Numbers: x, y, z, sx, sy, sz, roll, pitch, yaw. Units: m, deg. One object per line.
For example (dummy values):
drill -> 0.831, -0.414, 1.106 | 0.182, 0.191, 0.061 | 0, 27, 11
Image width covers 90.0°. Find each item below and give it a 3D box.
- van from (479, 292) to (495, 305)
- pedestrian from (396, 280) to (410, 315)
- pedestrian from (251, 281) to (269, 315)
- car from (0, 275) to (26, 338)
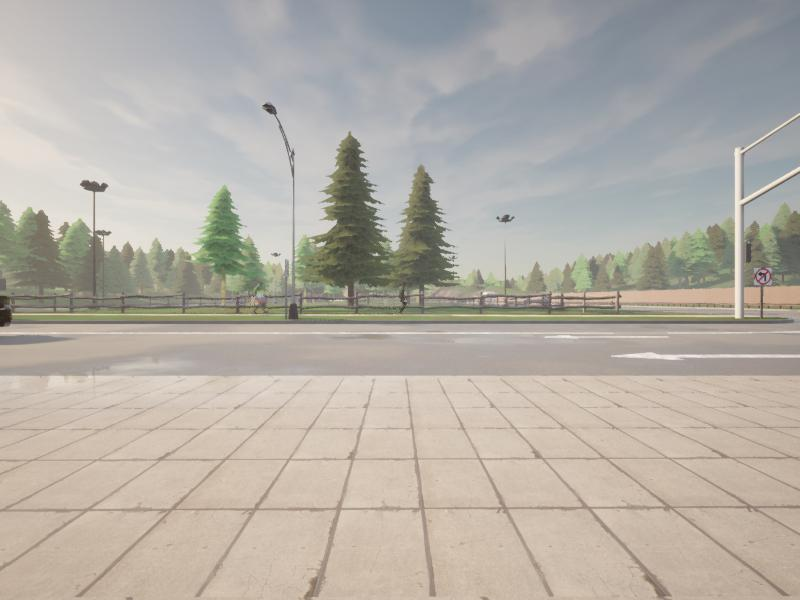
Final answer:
van -> 17.408, -0.300, 80.185 | 1.988, 2.561, 5.915 | 0, 0, -1
pedestrian -> 0.160, -0.115, 21.819 | 0.751, 1.860, 0.751 | 0, 0, 4
pedestrian -> -7.860, -0.115, 22.485 | 0.751, 1.860, 0.751 | 0, 0, 3
car -> -13.033, 0.171, 10.176 | 5.238, 1.638, 1.930 | 0, 0, 0
